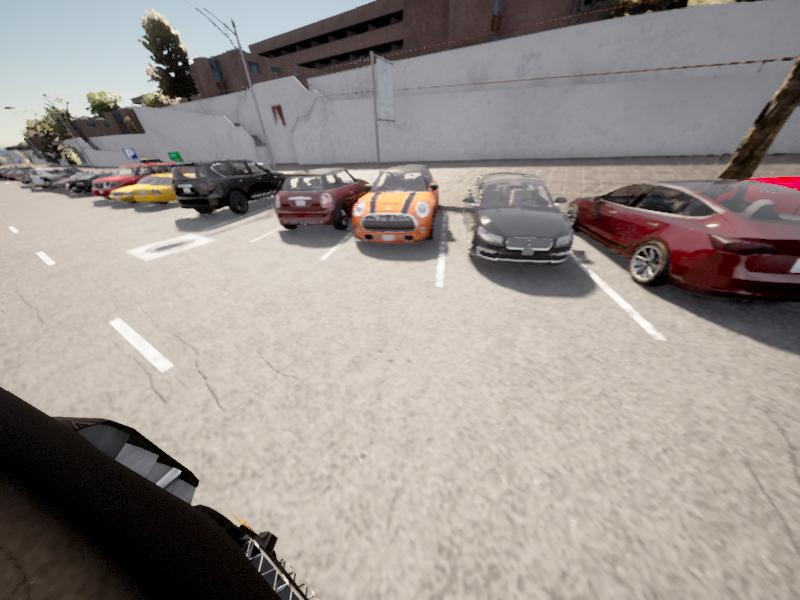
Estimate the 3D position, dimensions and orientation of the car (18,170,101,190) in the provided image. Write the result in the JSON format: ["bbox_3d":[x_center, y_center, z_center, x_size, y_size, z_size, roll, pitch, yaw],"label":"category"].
[{"bbox_3d":[-41.365,-14.802,28.368,1.946,1.575,5.366,4,34,10],"label":"car"}]

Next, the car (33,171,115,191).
[{"bbox_3d":[-36.151,-13.399,25.915,2.163,1.488,4.792,4,33,10],"label":"car"}]

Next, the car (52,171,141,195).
[{"bbox_3d":[-28.380,-11.166,21.908,2.002,1.452,4.674,4,33,10],"label":"car"}]

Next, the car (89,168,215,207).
[{"bbox_3d":[-15.474,-7.454,15.061,1.946,1.575,5.366,4,33,10],"label":"car"}]

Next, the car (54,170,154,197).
[{"bbox_3d":[-25.799,-10.465,20.546,2.097,1.535,5.008,3,33,10],"label":"car"}]

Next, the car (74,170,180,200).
[{"bbox_3d":[-20.619,-8.972,17.874,2.163,1.488,4.792,4,33,10],"label":"car"}]

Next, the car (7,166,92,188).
[{"bbox_3d":[-46.523,-16.599,30.995,2.435,2.045,5.566,4,34,9],"label":"car"}]

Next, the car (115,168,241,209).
[{"bbox_3d":[-12.827,-6.922,14.038,1.946,1.575,5.366,3,33,10],"label":"car"}]

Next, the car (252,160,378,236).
[{"bbox_3d":[-2.518,-3.956,8.483,2.185,1.767,4.553,4,33,10],"label":"car"}]

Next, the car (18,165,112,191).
[{"bbox_3d":[-38.749,-14.377,27.085,2.435,2.045,5.566,4,34,10],"label":"car"}]

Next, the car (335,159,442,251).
[{"bbox_3d":[0.089,-3.247,7.210,2.185,1.767,4.553,4,34,10],"label":"car"}]

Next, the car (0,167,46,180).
[{"bbox_3d":[-72.419,-24.159,44.146,2.185,1.767,4.553,4,34,10],"label":"car"}]

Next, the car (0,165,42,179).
[{"bbox_3d":[-80.139,-26.554,47.977,2.435,2.045,5.566,5,34,9],"label":"car"}]

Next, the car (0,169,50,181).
[{"bbox_3d":[-69.837,-23.272,42.960,2.002,1.452,4.674,4,34,10],"label":"car"}]

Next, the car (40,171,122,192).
[{"bbox_3d":[-33.554,-12.631,24.569,2.002,1.452,4.674,4,34,10],"label":"car"}]

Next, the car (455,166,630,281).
[{"bbox_3d":[2.678,-2.382,5.935,2.231,1.521,4.892,4,34,10],"label":"car"}]

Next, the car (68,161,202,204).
[{"bbox_3d":[-18.040,-8.478,16.389,2.435,2.045,5.566,4,33,10],"label":"car"}]

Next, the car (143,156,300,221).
[{"bbox_3d":[-7.693,-5.575,11.117,2.435,2.045,5.566,4,33,10],"label":"car"}]

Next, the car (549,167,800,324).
[{"bbox_3d":[5.262,-1.625,4.649,2.163,1.488,4.792,4,33,10],"label":"car"}]

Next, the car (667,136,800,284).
[{"bbox_3d":[7.842,-1.111,3.172,2.435,2.045,5.566,4,34,10],"label":"car"}]

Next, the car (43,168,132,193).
[{"bbox_3d":[-30.969,-12.054,23.173,2.185,1.767,4.553,4,33,10],"label":"car"}]

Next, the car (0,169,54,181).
[{"bbox_3d":[-67.243,-22.498,41.624,2.163,1.488,4.792,5,34,9],"label":"car"}]
